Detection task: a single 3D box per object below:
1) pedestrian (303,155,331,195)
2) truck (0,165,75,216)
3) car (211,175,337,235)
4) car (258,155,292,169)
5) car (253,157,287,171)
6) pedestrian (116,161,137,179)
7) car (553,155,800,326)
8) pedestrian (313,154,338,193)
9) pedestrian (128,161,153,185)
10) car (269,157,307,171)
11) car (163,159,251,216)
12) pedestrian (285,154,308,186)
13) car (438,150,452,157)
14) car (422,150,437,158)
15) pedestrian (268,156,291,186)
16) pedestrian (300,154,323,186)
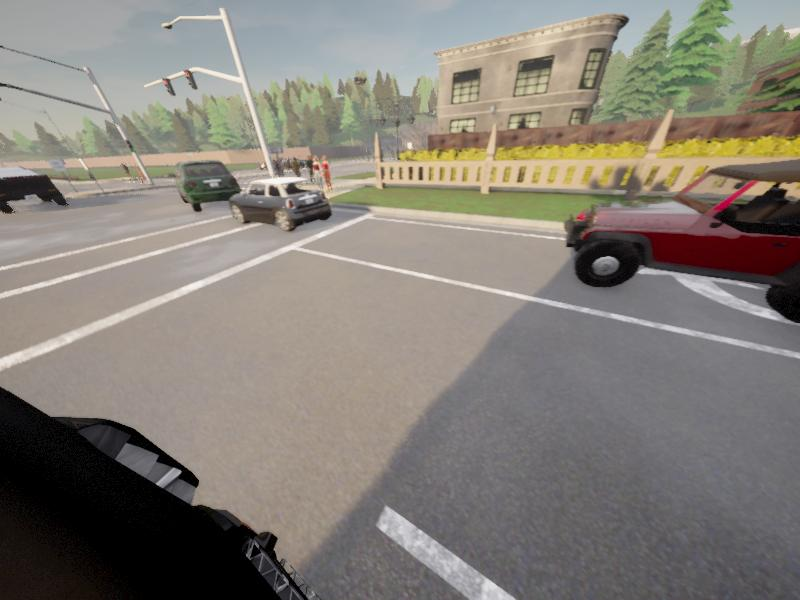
[{"bbox_3d":[-4.463,-6.748,12.508,0.751,1.860,0.751,9,35,17],"label":"pedestrian"},{"bbox_3d":[-22.557,-6.573,13.545,6.274,2.098,2.390,15,37,25],"label":"truck"},{"bbox_3d":[-4.522,-3.620,8.433,3.806,1.475,1.970,16,38,26],"label":"car"},{"bbox_3d":[-21.845,-24.214,40.559,2.097,1.767,4.553,16,37,25],"label":"car"},{"bbox_3d":[-20.507,-21.572,36.630,1.851,1.617,3.988,16,37,25],"label":"car"},{"bbox_3d":[-33.502,-15.907,28.338,0.751,1.860,0.751,12,36,21],"label":"pedestrian"},{"bbox_3d":[4.970,-1.140,3.665,3.866,1.878,1.905,15,37,25],"label":"car"},{"bbox_3d":[-4.171,-7.126,13.063,0.751,1.860,0.751,6,34,12],"label":"pedestrian"},{"bbox_3d":[-23.657,-11.570,21.100,0.751,1.860,0.751,24,42,34],"label":"pedestrian"},{"bbox_3d":[-17.164,-20.958,35.591,2.163,1.488,4.792,16,37,25],"label":"car"},{"bbox_3d":[-10.074,-6.017,11.922,2.150,2.045,5.566,-29,42,-34],"label":"car"},{"bbox_3d":[-7.264,-9.136,16.265,0.751,1.860,0.751,17,38,26],"label":"pedestrian"},{"bbox_3d":[11.286,-36.543,57.531,1.895,1.301,4.718,16,37,25],"label":"car"},{"bbox_3d":[7.396,-36.638,57.752,1.837,1.490,4.892,16,37,25],"label":"car"},{"bbox_3d":[-9.051,-9.717,17.391,0.751,1.860,0.751,20,39,30],"label":"pedestrian"},{"bbox_3d":[-5.962,-8.772,15.615,0.751,1.860,0.751,19,39,29],"label":"pedestrian"}]
